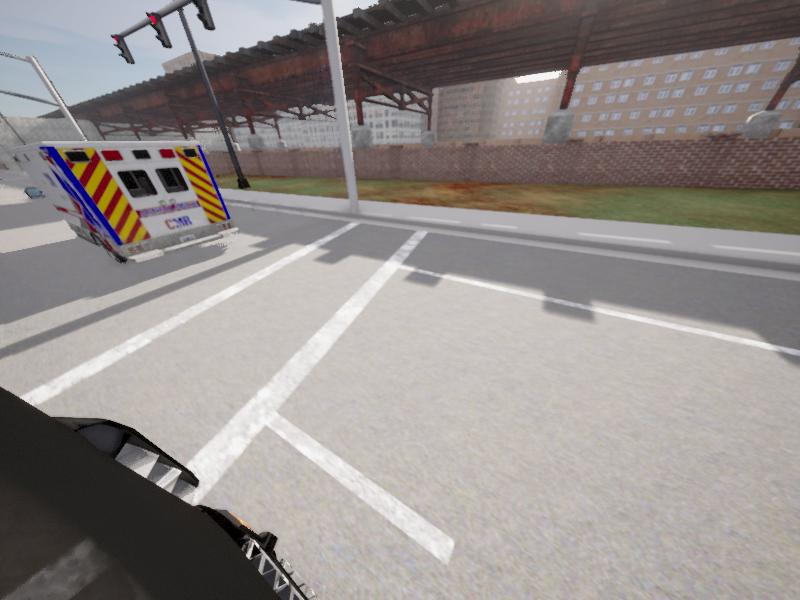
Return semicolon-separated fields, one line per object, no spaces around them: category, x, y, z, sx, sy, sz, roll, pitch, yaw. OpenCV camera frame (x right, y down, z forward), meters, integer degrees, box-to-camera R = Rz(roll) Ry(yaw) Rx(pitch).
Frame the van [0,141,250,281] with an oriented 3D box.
van;-7.629;-2.792;6.393;6.366;2.431;2.351;16;38;25

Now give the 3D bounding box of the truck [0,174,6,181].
truck;-54.394;-17.079;28.944;8.468;3.827;2.891;16;38;25
